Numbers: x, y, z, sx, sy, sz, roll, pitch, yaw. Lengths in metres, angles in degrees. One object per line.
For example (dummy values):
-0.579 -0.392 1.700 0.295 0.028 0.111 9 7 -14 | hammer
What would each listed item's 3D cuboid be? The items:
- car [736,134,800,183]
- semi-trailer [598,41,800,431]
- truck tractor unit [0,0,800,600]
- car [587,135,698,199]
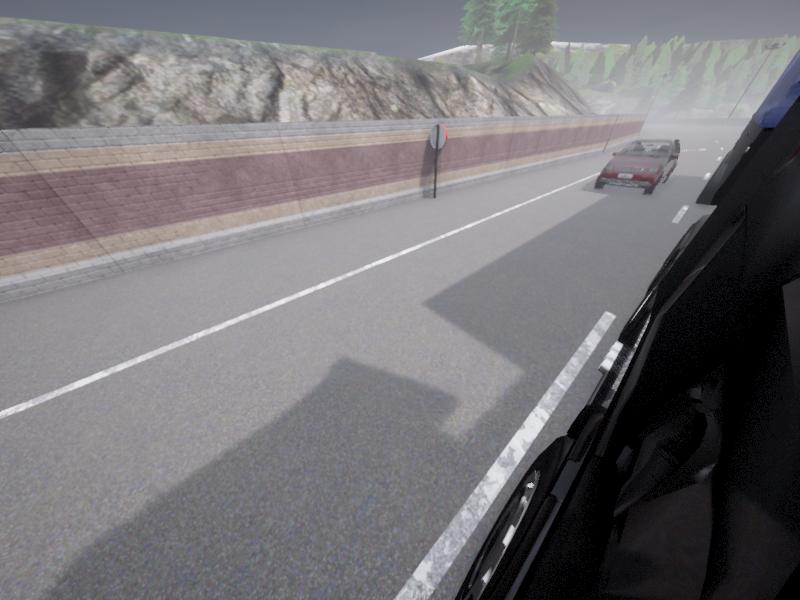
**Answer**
16.122 -6.035 9.647 4.718 1.301 1.895 -28 44 -30 | car
8.681 -3.616 4.246 14.254 4.402 2.717 -28 44 -30 | semi-trailer
2.645 -0.295 0.352 6.516 4.208 3.053 -28 44 -30 | truck tractor unit
8.948 -5.046 8.538 3.705 1.549 1.789 -28 44 -30 | car
